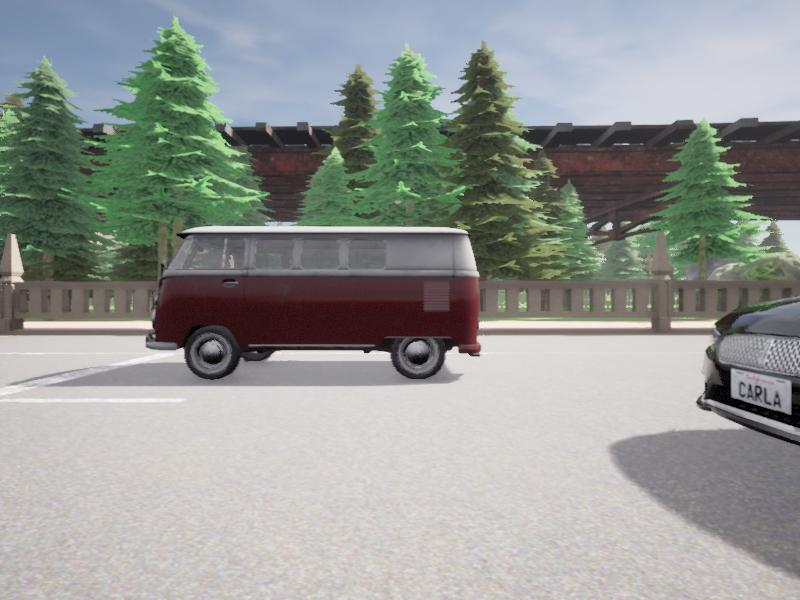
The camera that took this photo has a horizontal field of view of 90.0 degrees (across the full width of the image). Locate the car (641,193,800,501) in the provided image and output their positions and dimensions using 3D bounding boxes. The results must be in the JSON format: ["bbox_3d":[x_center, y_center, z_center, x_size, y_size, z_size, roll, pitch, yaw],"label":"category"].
[{"bbox_3d":[4.416,0.232,2.194,4.902,1.511,2.128,0,0,0],"label":"car"}]

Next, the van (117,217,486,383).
[{"bbox_3d":[-1.188,0.002,5.702,4.442,1.987,1.775,0,0,0],"label":"van"}]
